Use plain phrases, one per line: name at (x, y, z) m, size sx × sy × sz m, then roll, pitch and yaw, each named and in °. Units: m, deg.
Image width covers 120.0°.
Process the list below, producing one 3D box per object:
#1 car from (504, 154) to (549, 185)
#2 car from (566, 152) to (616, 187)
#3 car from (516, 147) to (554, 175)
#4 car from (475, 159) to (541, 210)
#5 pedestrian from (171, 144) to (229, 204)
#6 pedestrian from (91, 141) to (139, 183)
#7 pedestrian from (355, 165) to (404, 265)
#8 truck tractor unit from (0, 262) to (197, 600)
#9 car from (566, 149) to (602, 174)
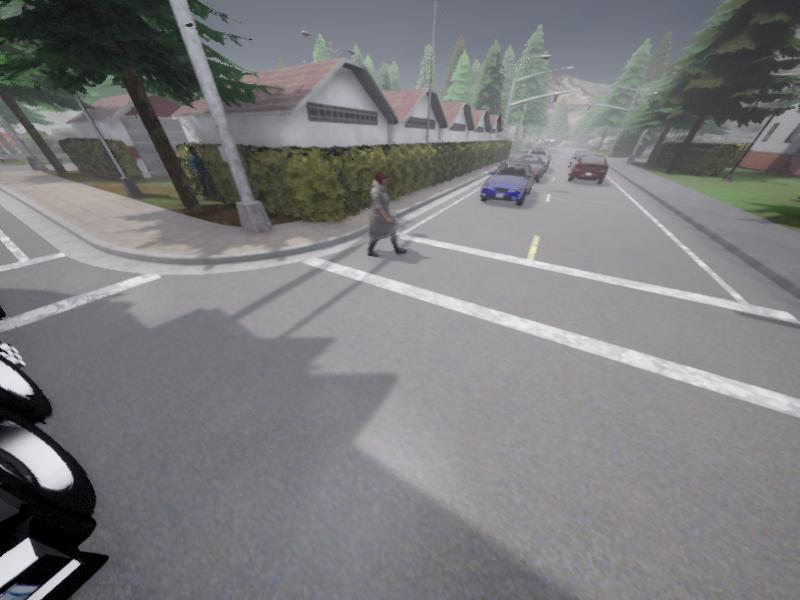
car at (8.778, -9.084, 15.898) m, size 1.994 × 1.385 × 4.181 m, roll 19°, pitch 39°, yaw 25°
car at (12.670, -8.971, 15.647) m, size 1.882 × 1.535 × 5.008 m, roll 19°, pitch 39°, yaw 24°
car at (11.942, -12.331, 20.310) m, size 2.152 × 1.651 × 5.027 m, roll 19°, pitch 39°, yaw 24°
car at (5.098, -5.520, 10.721) m, size 1.816 × 1.474 × 4.193 m, roll 19°, pitch 39°, yaw 24°
pedestrian at (-7.449, -4.731, 8.695) m, size 0.751 × 1.860 × 0.751 m, roll 16°, pitch 38°, yaw 20°
pedestrian at (-15.466, -7.496, 12.569) m, size 0.751 × 1.860 × 0.751 m, roll 19°, pitch 39°, yaw 25°
pedestrian at (-0.384, -1.803, 5.018) m, size 0.751 × 1.860 × 0.751 m, roll 9°, pitch 36°, yaw 11°
truck tractor unit at (-5.097, -0.321, 0.762) m, size 6.516 × 4.208 × 3.053 m, roll 19°, pitch 39°, yaw 24°
car at (16.397, -12.628, 20.866) m, size 1.882 × 1.535 × 5.008 m, roll 19°, pitch 39°, yaw 24°
